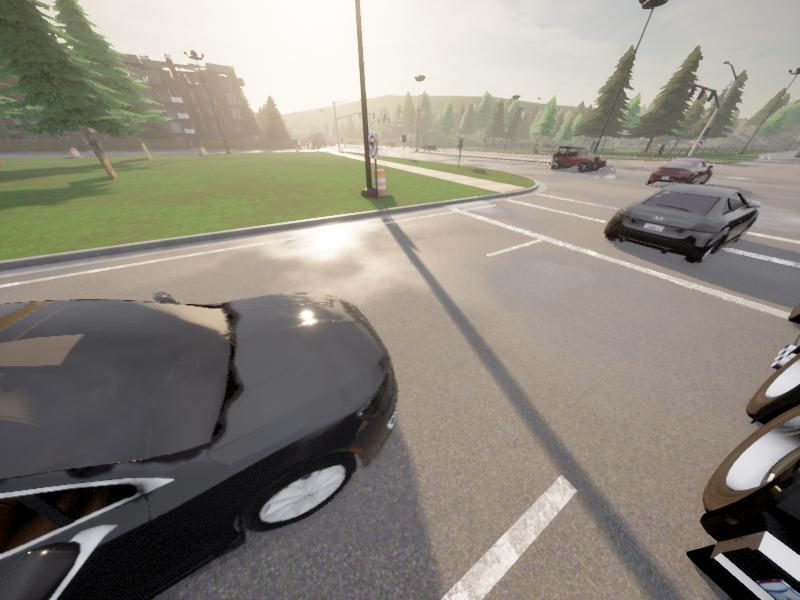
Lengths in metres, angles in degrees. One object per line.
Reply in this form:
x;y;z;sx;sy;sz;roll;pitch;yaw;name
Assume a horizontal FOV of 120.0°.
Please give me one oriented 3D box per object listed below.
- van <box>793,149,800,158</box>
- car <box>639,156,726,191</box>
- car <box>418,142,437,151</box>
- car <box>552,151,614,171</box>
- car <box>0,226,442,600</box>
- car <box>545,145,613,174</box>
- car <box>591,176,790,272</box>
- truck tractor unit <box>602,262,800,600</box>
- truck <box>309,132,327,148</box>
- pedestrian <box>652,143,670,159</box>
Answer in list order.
69.435;-25.248;38.625;6.366;2.431;2.351;-18;39;-24;van
16.946;-7.671;13.869;4.674;1.442;1.812;-18;39;-24;car
6.811;-38.280;57.563;1.930;1.638;5.238;-18;39;-24;car
17.723;-13.726;22.633;1.994;1.385;4.181;-18;39;-24;car
-2.349;0.935;1.329;4.892;1.490;1.837;-18;39;-24;car
15.327;-12.300;20.112;1.905;1.878;3.866;-18;39;-24;car
7.538;-2.250;6.084;4.181;1.385;1.994;-18;39;-24;car
5.107;-0.304;0.787;6.516;4.208;3.053;-18;39;-24;truck tractor unit
-26.217;-50.999;73.672;2.891;3.827;8.468;-18;39;-25;truck
36.618;-20.990;32.460;0.751;1.860;0.751;-16;38;-21;pedestrian
